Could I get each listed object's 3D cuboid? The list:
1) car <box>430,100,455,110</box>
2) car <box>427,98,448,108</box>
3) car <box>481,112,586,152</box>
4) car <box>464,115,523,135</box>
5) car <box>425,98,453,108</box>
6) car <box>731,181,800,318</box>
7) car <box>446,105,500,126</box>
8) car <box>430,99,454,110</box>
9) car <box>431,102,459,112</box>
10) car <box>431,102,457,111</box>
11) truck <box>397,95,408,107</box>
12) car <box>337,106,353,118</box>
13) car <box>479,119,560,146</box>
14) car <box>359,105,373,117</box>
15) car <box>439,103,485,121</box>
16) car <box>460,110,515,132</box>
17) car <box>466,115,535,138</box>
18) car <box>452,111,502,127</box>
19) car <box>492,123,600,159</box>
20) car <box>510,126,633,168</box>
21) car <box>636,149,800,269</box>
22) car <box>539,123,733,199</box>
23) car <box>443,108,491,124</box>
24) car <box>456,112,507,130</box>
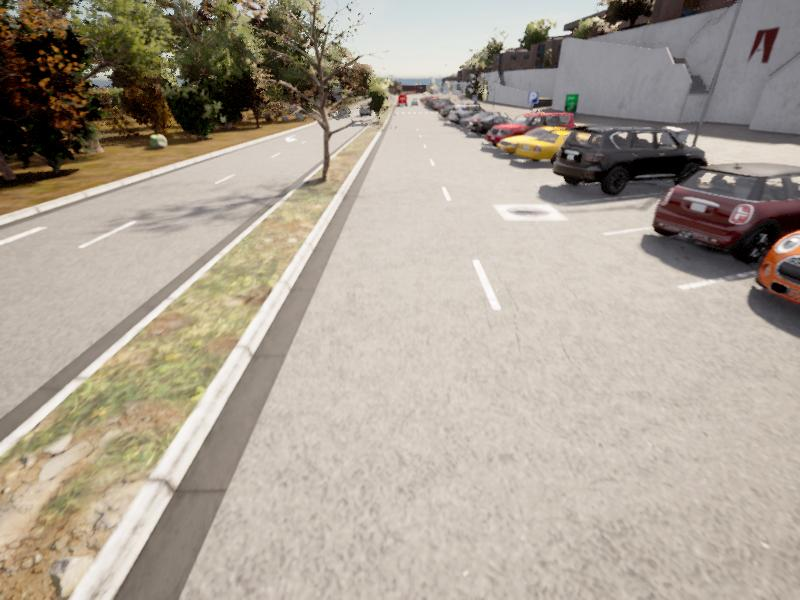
[{"bbox_3d":[8.562,-39.382,80.806,4.553,1.767,2.185,-9,29,-18],"label":"car"},{"bbox_3d":[8.553,-45.015,91.284,4.442,1.987,1.878,-9,30,-18],"label":"car"},{"bbox_3d":[8.199,-10.479,24.789,5.566,2.045,2.435,-9,29,-18],"label":"car"},{"bbox_3d":[8.295,-15.654,35.642,4.674,1.452,2.002,-9,29,-18],"label":"car"},{"bbox_3d":[8.619,-43.661,88.660,5.566,2.045,2.435,-9,30,-18],"label":"car"},{"bbox_3d":[8.130,-0.818,6.162,4.553,1.767,2.185,-9,29,-18],"label":"car"},{"bbox_3d":[8.390,-21.387,46.214,5.566,2.045,2.435,-9,29,-18],"label":"car"},{"bbox_3d":[8.718,-40.884,83.444,4.442,1.987,1.878,-9,29,-18],"label":"car"},{"bbox_3d":[8.530,-36.452,75.578,4.792,1.488,2.163,-9,30,-18],"label":"car"},{"bbox_3d":[8.569,-37.850,78.253,4.674,1.452,2.002,-9,29,-18],"label":"car"},{"bbox_3d":[0.642,-49.713,99.737,2.627,2.467,5.204,0,28,0],"label":"truck"},{"bbox_3d":[-8.381,-28.720,60.997,1.789,1.549,3.705,0,28,0],"label":"car"},{"bbox_3d":[8.213,-11.588,27.594,4.792,1.488,2.163,-9,29,-18],"label":"car"},{"bbox_3d":[-5.371,-29.789,63.030,1.851,1.617,3.988,0,28,0],"label":"car"},{"bbox_3d":[8.392,-25.519,54.187,5.566,2.045,2.435,-9,29,-18],"label":"car"},{"bbox_3d":[8.342,-17.167,38.250,4.553,1.767,2.185,-9,29,-18],"label":"car"},{"bbox_3d":[8.268,-14.332,32.948,5.008,1.535,2.097,-9,28,-18],"label":"car"},{"bbox_3d":[8.371,-19.767,43.675,4.792,1.488,2.163,-9,28,-18],"label":"car"},{"bbox_3d":[8.029,-8.878,22.180,5.366,1.575,1.946,-9,29,-18],"label":"car"},{"bbox_3d":[8.360,-7.573,19.625,5.366,1.575,1.946,-9,28,-18],"label":"car"},{"bbox_3d":[8.085,-2.185,8.817,4.553,1.767,2.185,-9,28,-18],"label":"car"},{"bbox_3d":[8.177,-5.045,14.123,5.566,2.045,2.435,-9,28,-18],"label":"car"},{"bbox_3d":[8.209,-22.512,48.929,5.366,1.575,1.946,-9,29,-18],"label":"car"},{"bbox_3d":[8.331,-18.375,40.989,4.674,1.452,2.002,-9,29,-18],"label":"car"}]
